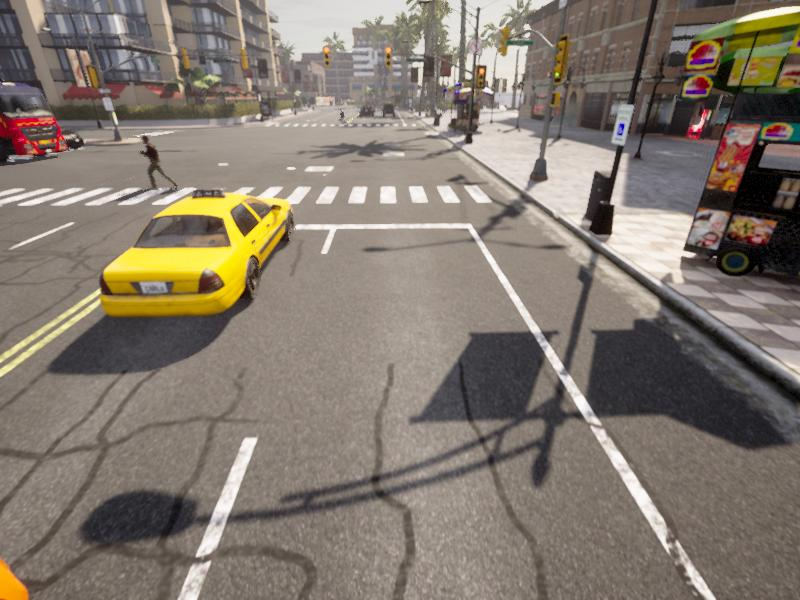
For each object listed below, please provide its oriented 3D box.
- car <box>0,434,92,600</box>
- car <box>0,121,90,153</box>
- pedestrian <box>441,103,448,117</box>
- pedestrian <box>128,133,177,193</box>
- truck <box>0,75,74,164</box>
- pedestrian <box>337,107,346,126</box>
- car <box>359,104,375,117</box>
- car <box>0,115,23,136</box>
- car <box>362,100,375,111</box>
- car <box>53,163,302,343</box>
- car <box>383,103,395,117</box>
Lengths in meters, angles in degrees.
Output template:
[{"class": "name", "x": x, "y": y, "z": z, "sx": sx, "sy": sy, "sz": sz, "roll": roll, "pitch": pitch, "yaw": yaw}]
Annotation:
[{"class": "car", "x": -3.129, "y": 2.229, "z": 0.329, "sx": 2.097, "sy": 1.767, "sz": 4.553, "roll": -1, "pitch": 27, "yaw": -1}, {"class": "car", "x": -21.769, "y": -9.940, "z": 24.290, "sx": 3.988, "sy": 1.617, "sz": 1.851, "roll": -2, "pitch": 27, "yaw": -4}, {"class": "pedestrian", "x": 6.578, "y": -28.049, "z": 59.001, "sx": 0.751, "sy": 1.860, "sz": 0.751, "roll": -6, "pitch": 28, "yaw": -11}, {"class": "pedestrian", "x": -8.434, "y": -4.688, "z": 13.709, "sx": 0.751, "sy": 1.860, "sz": 0.751, "roll": 1, "pitch": 27, "yaw": 2}, {"class": "truck", "x": -22.417, "y": -9.105, "z": 20.228, "sx": 8.468, "sy": 3.827, "sz": 2.891, "roll": 1, "pitch": 27, "yaw": 2}, {"class": "pedestrian", "x": -6.466, "y": -20.252, "z": 44.103, "sx": 0.751, "sy": 1.860, "sz": 0.751, "roll": 0, "pitch": 27, "yaw": -1}, {"class": "car", "x": -5.315, "y": -30.803, "z": 64.970, "sx": 2.242, "sy": 1.667, "sz": 4.611, "roll": -1, "pitch": 27, "yaw": -2}, {"class": "car", "x": -35.633, "y": -14.836, "z": 33.971, "sx": 4.892, "sy": 1.490, "sz": 1.837, "roll": -1, "pitch": 27, "yaw": -2}, {"class": "car", "x": -6.763, "y": -42.045, "z": 86.519, "sx": 2.150, "sy": 2.045, "sz": 5.566, "roll": -4, "pitch": 27, "yaw": -9}, {"class": "car", "x": -3.334, "y": -1.347, "z": 7.545, "sx": 1.801, "sy": 1.575, "sz": 5.366, "roll": -1, "pitch": 27, "yaw": -2}, {"class": "car", "x": -1.750, "y": -29.979, "z": 63.123, "sx": 1.905, "sy": 1.878, "sz": 3.866, "roll": -1, "pitch": 27, "yaw": -2}]
